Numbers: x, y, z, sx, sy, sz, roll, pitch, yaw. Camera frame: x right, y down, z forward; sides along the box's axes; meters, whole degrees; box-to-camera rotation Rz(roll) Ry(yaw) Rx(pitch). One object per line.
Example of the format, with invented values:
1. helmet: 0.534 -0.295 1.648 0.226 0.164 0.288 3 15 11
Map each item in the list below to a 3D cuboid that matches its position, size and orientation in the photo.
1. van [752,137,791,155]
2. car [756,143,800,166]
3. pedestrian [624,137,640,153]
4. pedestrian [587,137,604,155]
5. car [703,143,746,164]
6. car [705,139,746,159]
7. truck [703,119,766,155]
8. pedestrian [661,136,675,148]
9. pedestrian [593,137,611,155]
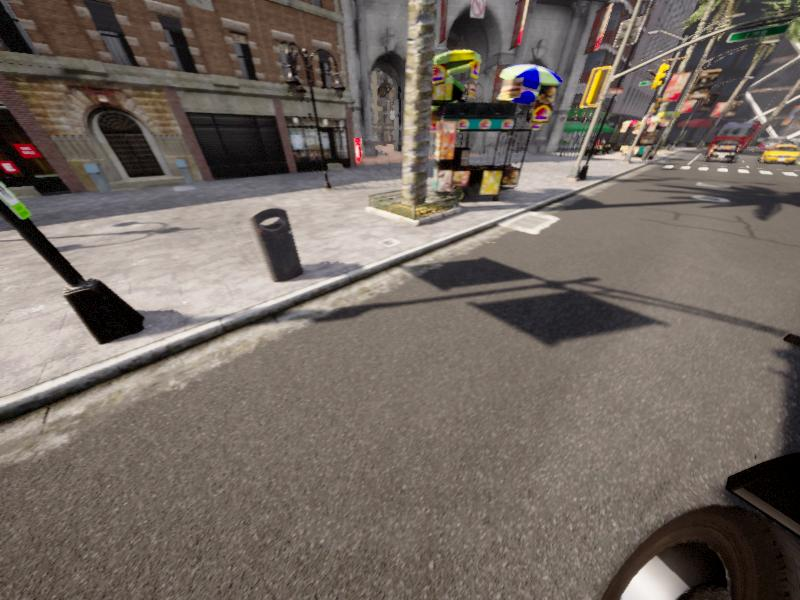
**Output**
1. van: 51.697 -21.521 32.167 4.442 1.987 1.775 -20 40 -26
2. car: 35.410 -13.608 21.472 5.366 1.575 1.801 -27 43 -32
3. pedestrian: 32.731 -21.895 32.563 0.751 1.860 0.751 -27 43 -32
4. pedestrian: 24.798 -19.601 29.378 0.751 1.860 0.751 0 35 0
5. car: 31.374 -14.250 22.415 3.705 1.549 1.789 -27 43 -33
6. car: 37.896 -17.669 26.977 4.553 1.767 2.097 -27 43 -32
7. truck: 47.436 -23.064 32.760 8.468 3.827 2.891 -22 41 -27
8. pedestrian: 49.312 -29.017 42.495 0.751 1.860 0.751 -16 38 -21
9. pedestrian: 25.639 -19.611 29.384 0.751 1.860 0.751 -3 36 -4
